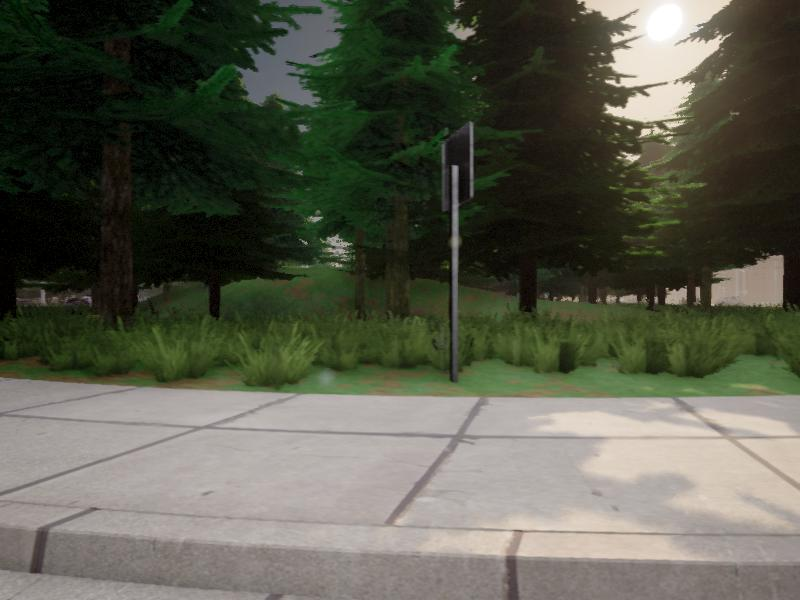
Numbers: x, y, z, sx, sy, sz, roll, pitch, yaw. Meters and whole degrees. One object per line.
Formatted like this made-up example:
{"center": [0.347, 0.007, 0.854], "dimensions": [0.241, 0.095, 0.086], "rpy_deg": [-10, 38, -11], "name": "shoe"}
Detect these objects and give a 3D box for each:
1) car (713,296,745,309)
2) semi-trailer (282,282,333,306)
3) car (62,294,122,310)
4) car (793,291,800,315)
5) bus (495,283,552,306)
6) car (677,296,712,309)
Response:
{"center": [39.985, 0.259, 48.709], "dimensions": [1.845, 1.501, 3.633], "rpy_deg": [0, 0, 18], "name": "car"}
{"center": [-18.713, -1.132, 82.641], "dimensions": [2.717, 4.402, 14.254], "rpy_deg": [0, 0, 22], "name": "semi-trailer"}
{"center": [-33.164, 0.236, 43.276], "dimensions": [2.033, 1.649, 4.856], "rpy_deg": [0, 0, 19], "name": "car"}
{"center": [28.508, 0.195, 26.122], "dimensions": [2.152, 1.651, 5.027], "rpy_deg": [0, 0, 20], "name": "car"}
{"center": [24.198, -1.040, 78.559], "dimensions": [10.273, 4.253, 3.944], "rpy_deg": [0, 0, 19], "name": "bus"}
{"center": [36.764, 0.272, 50.103], "dimensions": [2.128, 1.511, 4.902], "rpy_deg": [0, 0, 18], "name": "car"}
